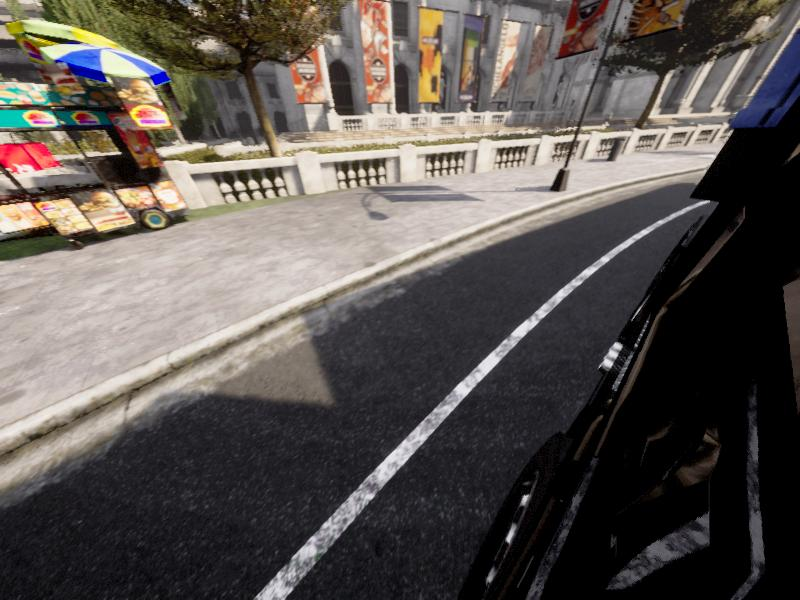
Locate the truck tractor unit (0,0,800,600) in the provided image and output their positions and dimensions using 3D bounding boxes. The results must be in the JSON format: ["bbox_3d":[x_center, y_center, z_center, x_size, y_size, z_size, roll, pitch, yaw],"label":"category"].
[{"bbox_3d":[2.645,-0.295,0.351,6.516,4.208,3.053,-28,44,-30],"label":"truck tractor unit"}]

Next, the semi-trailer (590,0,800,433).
[{"bbox_3d":[9.213,-3.183,3.658,14.254,4.402,2.717,-22,41,-24],"label":"semi-trailer"}]
